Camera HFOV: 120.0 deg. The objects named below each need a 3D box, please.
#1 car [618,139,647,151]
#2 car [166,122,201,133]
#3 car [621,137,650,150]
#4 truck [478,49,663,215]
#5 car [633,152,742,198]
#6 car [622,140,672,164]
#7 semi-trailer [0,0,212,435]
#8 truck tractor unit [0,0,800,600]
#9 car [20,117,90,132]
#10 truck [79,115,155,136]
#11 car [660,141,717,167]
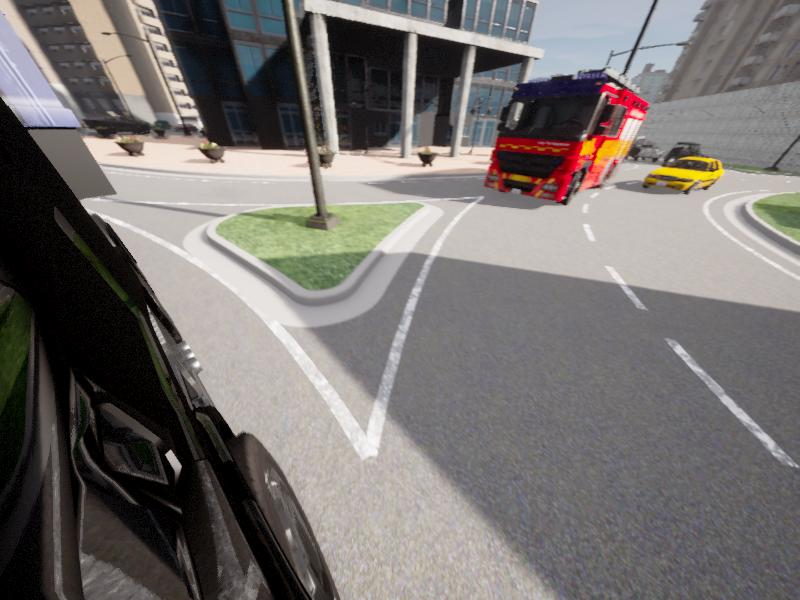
[{"bbox_3d":[46.307,-31.041,46.155,2.242,1.667,4.611,12,38,12],"label":"car"},{"bbox_3d":[-45.262,-36.099,48.458,2.033,1.649,4.856,11,37,11],"label":"car"},{"bbox_3d":[51.804,-34.670,50.984,2.150,2.045,5.566,12,38,12],"label":"car"},{"bbox_3d":[7.363,-6.696,9.774,8.468,3.827,2.891,-28,46,-34],"label":"truck"},{"bbox_3d":[14.640,-6.464,11.750,5.366,1.575,1.801,-18,41,-24],"label":"car"},{"bbox_3d":[26.810,-16.356,25.348,1.932,1.855,4.605,16,39,17],"label":"car"},{"bbox_3d":[-9.467,-2.917,3.290,14.254,4.402,2.717,18,39,20],"label":"semi-trailer"},{"bbox_3d":[-2.645,-0.295,0.351,6.516,4.208,3.053,28,44,30],"label":"truck tractor unit"},{"bbox_3d":[-50.195,-25.638,33.877,1.801,1.575,5.366,11,37,11],"label":"car"},{"bbox_3d":[-39.752,-24.706,32.834,2.390,2.098,6.274,12,37,12],"label":"truck"},{"bbox_3d":[29.924,-15.355,24.184,1.905,1.878,3.866,16,39,17],"label":"car"}]
